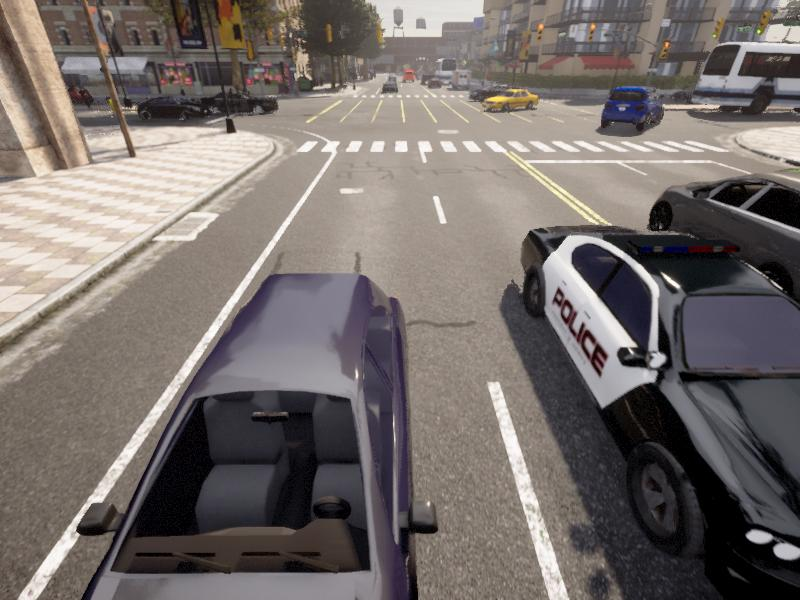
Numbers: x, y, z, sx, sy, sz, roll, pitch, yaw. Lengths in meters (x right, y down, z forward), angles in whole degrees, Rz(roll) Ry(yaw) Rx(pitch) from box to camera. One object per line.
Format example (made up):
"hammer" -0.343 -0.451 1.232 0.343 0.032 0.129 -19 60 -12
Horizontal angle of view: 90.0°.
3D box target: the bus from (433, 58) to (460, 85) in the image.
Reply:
"bus" 8.828 -44.653 78.110 3.944 4.253 10.273 0 30 0

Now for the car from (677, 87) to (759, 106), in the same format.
"car" 28.340 -18.253 35.818 5.357 1.411 2.033 0 30 0

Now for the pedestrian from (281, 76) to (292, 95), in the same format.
"pedestrian" -12.865 -24.336 45.409 0.751 1.860 0.751 2 30 3

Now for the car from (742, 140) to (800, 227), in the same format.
"car" 9.726 -1.978 7.867 2.007 1.525 4.514 0 30 0

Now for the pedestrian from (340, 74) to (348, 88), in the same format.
"pedestrian" -8.540 -33.398 60.900 0.751 1.860 0.751 20 36 30

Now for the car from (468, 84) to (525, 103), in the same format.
"car" 9.222 -20.032 38.746 4.902 1.511 2.128 0 30 0

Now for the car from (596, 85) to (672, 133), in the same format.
"car" 13.364 -10.988 22.755 2.150 2.045 5.566 22 37 34

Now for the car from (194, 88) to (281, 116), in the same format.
"car" -11.545 -14.250 28.733 5.238 1.638 1.930 0 30 0

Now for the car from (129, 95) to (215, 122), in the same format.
"car" -14.573 -12.360 25.774 4.181 1.385 1.994 0 30 0

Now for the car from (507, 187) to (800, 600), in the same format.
"car" 2.770 0.318 3.935 2.038 1.542 4.974 0 30 0

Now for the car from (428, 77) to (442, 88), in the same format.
"car" 5.601 -35.333 64.966 1.812 1.442 4.674 0 30 0

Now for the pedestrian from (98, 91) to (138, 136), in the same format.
"pedestrian" -13.224 -8.770 18.801 0.751 1.860 0.751 9 31 15

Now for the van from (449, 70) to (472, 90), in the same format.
"van" 9.146 -33.513 60.873 2.351 2.431 6.366 0 30 0

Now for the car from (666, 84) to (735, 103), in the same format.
"car" 29.061 -20.061 38.822 4.792 1.488 2.163 0 30 0

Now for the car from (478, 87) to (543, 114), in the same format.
"car" 8.637 -15.615 31.126 5.366 1.575 1.801 -22 37 -33

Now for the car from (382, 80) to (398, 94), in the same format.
"car" -1.249 -27.329 51.339 1.994 1.385 4.181 0 30 0

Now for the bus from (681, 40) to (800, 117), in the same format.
"bus" 26.989 -15.519 28.286 10.273 4.253 3.944 1 30 -1

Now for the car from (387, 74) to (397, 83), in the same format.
"car" -1.615 -46.822 84.609 2.128 1.511 4.902 0 30 0

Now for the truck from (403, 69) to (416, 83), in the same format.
"truck" 1.892 -46.906 83.734 2.627 2.467 5.204 0 30 0

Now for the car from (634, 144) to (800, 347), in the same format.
"car" 6.223 -1.264 6.502 2.242 1.667 4.611 2 30 3

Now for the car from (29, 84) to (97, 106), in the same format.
"car" -29.845 -18.230 35.574 3.988 1.617 1.851 0 30 0

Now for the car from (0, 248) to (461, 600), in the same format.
"car" -0.726 1.055 2.701 1.845 1.501 3.633 0 30 0

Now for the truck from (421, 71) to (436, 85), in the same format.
"truck" 5.467 -42.773 77.032 2.390 2.098 6.274 0 30 0
